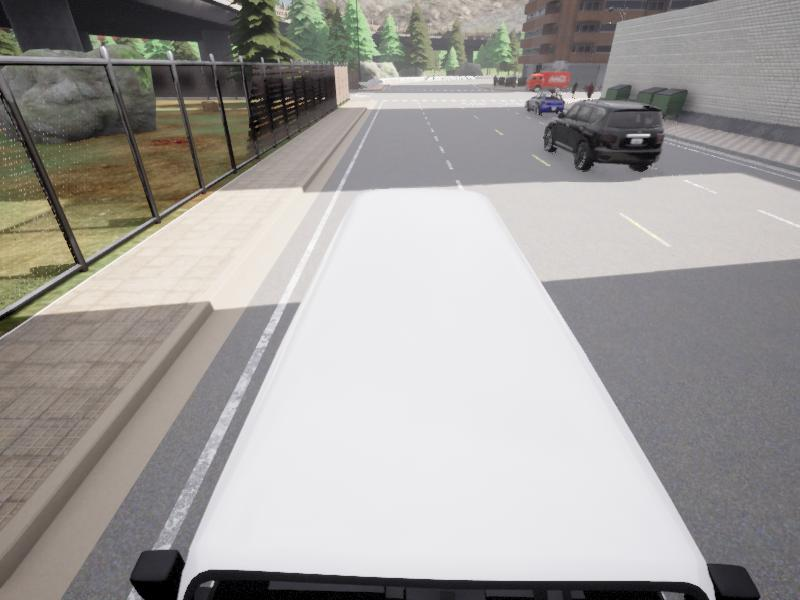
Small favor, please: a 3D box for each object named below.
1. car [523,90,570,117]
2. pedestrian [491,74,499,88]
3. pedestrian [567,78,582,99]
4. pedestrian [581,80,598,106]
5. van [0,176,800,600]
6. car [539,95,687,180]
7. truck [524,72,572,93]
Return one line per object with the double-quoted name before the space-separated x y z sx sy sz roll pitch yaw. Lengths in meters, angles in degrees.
"car" 10.518 -14.290 29.030 1.816 1.474 4.193 0 30 0
"pedestrian" 14.423 -33.152 60.630 0.751 1.860 0.751 0 30 0
"pedestrian" 17.809 -21.546 40.836 0.751 1.860 0.751 -4 30 -6
"pedestrian" 15.629 -17.026 32.984 0.751 1.860 0.751 6 31 11
"van" 0.169 0.629 2.939 2.069 2.038 4.480 1 29 1
"car" 7.022 -5.974 14.220 2.150 2.045 5.566 0 30 0
"truck" 19.871 -29.472 54.152 5.204 2.467 2.627 0 30 0
